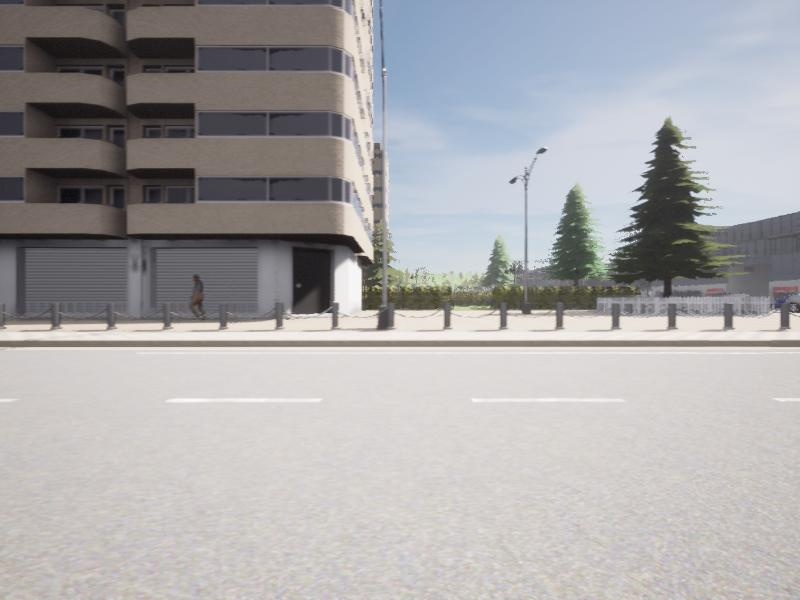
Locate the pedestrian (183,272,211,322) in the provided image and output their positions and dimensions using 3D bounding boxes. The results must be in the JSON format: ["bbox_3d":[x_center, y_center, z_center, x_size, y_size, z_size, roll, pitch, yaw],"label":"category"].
[{"bbox_3d":[-7.769,-0.115,15.365,0.751,1.860,0.751,0,0,-8],"label":"pedestrian"}]

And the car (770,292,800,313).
[{"bbox_3d":[30.472,0.212,29.394,1.882,1.535,5.008,0,0,0],"label":"car"}]

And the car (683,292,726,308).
[{"bbox_3d":[37.416,0.039,49.319,1.932,1.855,4.605,0,0,1],"label":"car"}]

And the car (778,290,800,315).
[{"bbox_3d":[26.977,0.171,24.859,2.152,1.651,5.027,0,0,0],"label":"car"}]

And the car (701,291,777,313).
[{"bbox_3d":[26.969,0.168,32.085,2.033,1.649,4.856,0,0,0],"label":"car"}]
